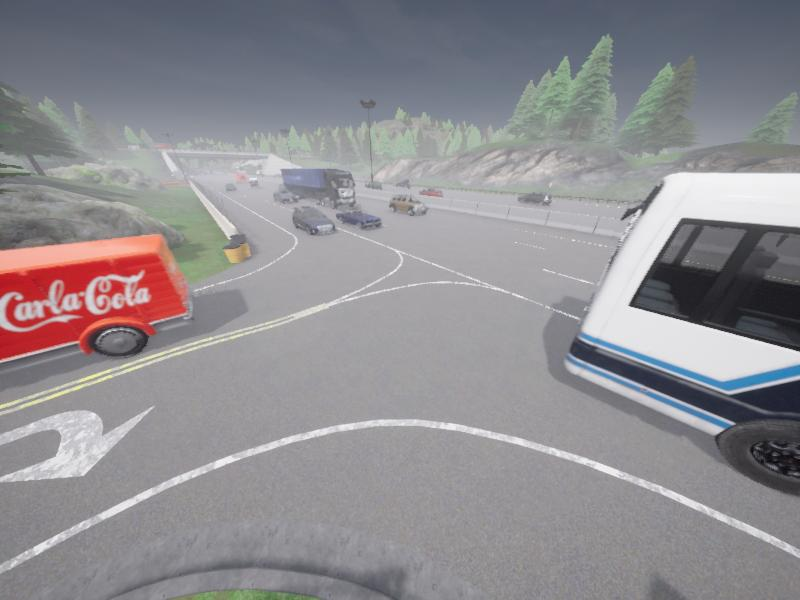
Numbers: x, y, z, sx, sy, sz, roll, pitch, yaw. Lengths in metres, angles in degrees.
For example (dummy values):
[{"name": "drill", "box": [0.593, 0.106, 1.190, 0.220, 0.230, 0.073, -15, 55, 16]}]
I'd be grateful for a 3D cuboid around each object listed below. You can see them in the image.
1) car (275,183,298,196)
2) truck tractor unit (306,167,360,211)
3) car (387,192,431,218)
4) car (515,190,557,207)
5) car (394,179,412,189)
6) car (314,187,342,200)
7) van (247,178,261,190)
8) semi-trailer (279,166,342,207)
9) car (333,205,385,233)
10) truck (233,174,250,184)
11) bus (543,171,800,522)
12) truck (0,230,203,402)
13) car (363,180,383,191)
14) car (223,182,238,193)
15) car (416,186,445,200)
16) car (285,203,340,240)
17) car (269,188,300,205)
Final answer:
[{"name": "car", "box": [-20.063, -19.467, 40.695, 2.033, 1.649, 4.856, -23, 37, -34]}, {"name": "truck tractor unit", "box": [-8.059, -13.487, 27.729, 3.053, 4.208, 6.516, -23, 37, -34]}, {"name": "car", "box": [0.795, -9.944, 23.950, 1.932, 1.855, 4.605, -23, 37, -34]}, {"name": "car", "box": [17.469, -13.218, 29.894, 1.851, 1.617, 3.988, -19, 35, -30]}, {"name": "car", "box": [0.628, -26.312, 52.284, 1.905, 1.878, 3.866, -23, 37, -34]}, {"name": "car", "box": [-11.468, -16.984, 36.628, 2.033, 1.411, 5.357, -23, 37, -34]}, {"name": "van", "box": [-32.396, -25.945, 51.504, 2.069, 2.038, 4.480, -14, 33, -23]}, {"name": "semi-trailer", "box": [-13.168, -16.594, 32.922, 2.717, 4.402, 14.254, -23, 37, -34]}, {"name": "car", "box": [-3.444, -6.780, 19.054, 1.895, 1.301, 4.718, -23, 37, -34]}, {"name": "truck", "box": [-45.668, -34.960, 66.689, 2.627, 2.467, 5.204, -23, 37, -34]}, {"name": "bus", "box": [8.301, 1.162, 2.353, 10.273, 4.253, 3.944, 24, 37, 36]}, {"name": "truck", "box": [-8.331, 0.258, 5.293, 5.204, 2.467, 2.627, -21, 36, -33]}, {"name": "car", "box": [-5.797, -24.646, 49.500, 2.097, 1.767, 4.553, -23, 37, -34]}, {"name": "car", "box": [-33.444, -22.161, 45.495, 1.837, 1.490, 4.892, -20, 35, -30]}, {"name": "car", "box": [4.675, -16.508, 35.673, 2.007, 1.525, 4.514, -16, 34, -26]}, {"name": "car", "box": [-6.770, -6.185, 17.682, 2.033, 1.649, 4.856, -23, 38, -34]}, {"name": "car", "box": [-15.785, -14.218, 31.609, 2.152, 1.651, 5.027, -23, 37, -34]}]
